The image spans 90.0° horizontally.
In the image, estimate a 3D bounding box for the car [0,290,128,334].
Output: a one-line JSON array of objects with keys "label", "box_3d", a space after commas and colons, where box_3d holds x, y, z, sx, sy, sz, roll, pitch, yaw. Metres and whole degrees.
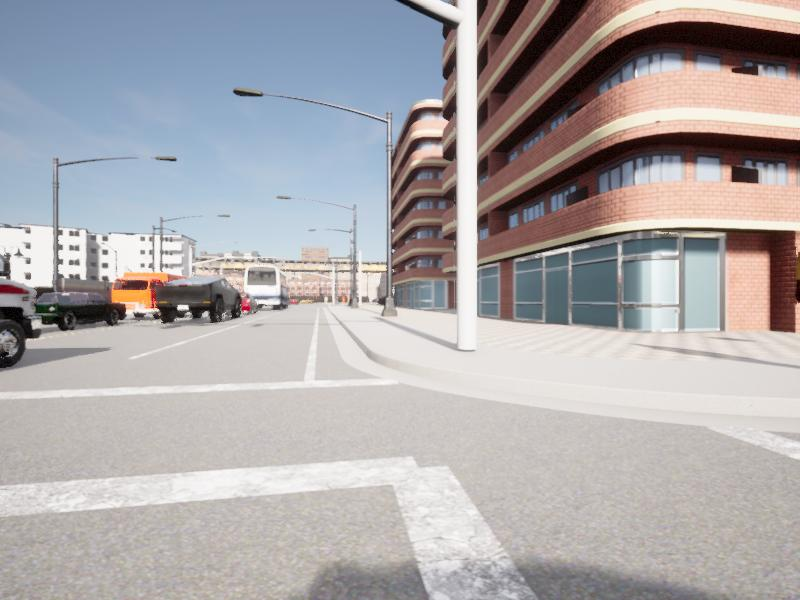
[{"label": "car", "box_3d": [-11.954, 0.358, 14.395, 1.895, 1.301, 4.718, 0, 0, -11]}]

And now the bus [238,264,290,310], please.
[{"label": "bus", "box_3d": [-14.253, -1.118, 42.936, 3.944, 4.253, 10.273, 0, -1, -11]}]

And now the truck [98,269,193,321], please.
[{"label": "truck", "box_3d": [-13.395, -0.226, 21.556, 2.627, 2.467, 5.204, 0, 0, -11]}]

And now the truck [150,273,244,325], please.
[{"label": "truck", "box_3d": [-9.432, -0.044, 19.354, 2.390, 2.098, 6.274, 0, 0, -11]}]

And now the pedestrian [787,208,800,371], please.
[{"label": "pedestrian", "box_3d": [4.993, -0.117, 4.534, 0.751, 1.860, 0.751, 0, 0, 34]}]

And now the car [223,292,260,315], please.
[{"label": "car", "box_3d": [-11.225, 0.245, 28.518, 1.845, 1.501, 3.633, 0, 0, -11]}]

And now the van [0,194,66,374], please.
[{"label": "van", "box_3d": [-6.319, -0.216, 3.360, 2.351, 2.431, 6.366, 0, 0, -7]}]

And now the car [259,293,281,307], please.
[{"label": "car", "box_3d": [-20.900, -0.021, 64.097, 2.150, 2.045, 5.566, 0, 0, -31]}]
